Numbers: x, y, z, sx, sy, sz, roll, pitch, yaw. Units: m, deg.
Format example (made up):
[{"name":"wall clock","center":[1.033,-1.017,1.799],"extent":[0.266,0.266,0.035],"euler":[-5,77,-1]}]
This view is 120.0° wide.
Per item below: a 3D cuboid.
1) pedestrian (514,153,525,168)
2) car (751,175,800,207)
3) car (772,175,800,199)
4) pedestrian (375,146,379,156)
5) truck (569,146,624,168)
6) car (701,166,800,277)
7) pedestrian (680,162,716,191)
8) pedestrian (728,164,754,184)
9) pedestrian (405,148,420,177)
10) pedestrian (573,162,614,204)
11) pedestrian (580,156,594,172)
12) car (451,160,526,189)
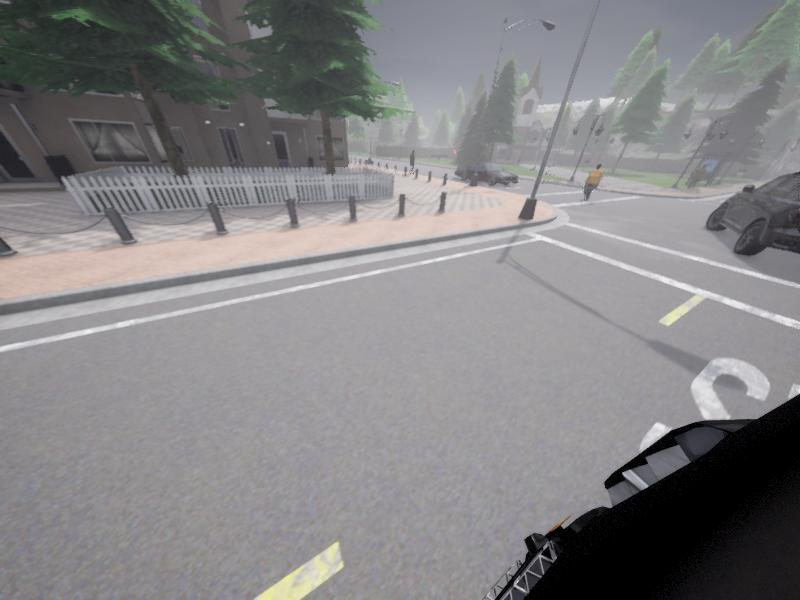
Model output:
[{"name":"pedestrian","center":[18.174,-21.300,35.199],"extent":[0.751,1.860,0.751],"euler":[6,34,5]},{"name":"car","center":[25.756,-7.276,15.272],"extent":[3.705,1.549,1.789],"euler":[-15,38,-25]},{"name":"car","center":[32.516,-9.093,18.548],"extent":[3.806,1.475,1.970],"euler":[-15,38,-25]},{"name":"pedestrian","center":[-4.856,-31.980,49.595],"extent":[0.751,1.860,0.751],"euler":[-5,34,-11]},{"name":"truck","center":[45.511,-33.426,53.885],"extent":[2.891,3.827,8.468],"euler":[-26,43,-36]},{"name":"car","center":[11.291,-2.388,6.440],"extent":[2.150,2.045,5.566],"euler":[26,40,31]},{"name":"pedestrian","center":[23.007,-9.522,17.856],"extent":[0.751,1.860,0.751],"euler":[-14,37,-23]},{"name":"pedestrian","center":[37.949,-14.059,25.726],"extent":[0.751,1.860,0.751],"euler":[-16,38,-26]},{"name":"pedestrian","center":[0.974,-10.893,18.331],"extent":[0.751,1.860,0.751],"euler":[-16,38,-25]},{"name":"pedestrian","center":[10.132,-6.156,12.145],"extent":[0.751,1.860,0.751],"euler":[-15,37,-24]},{"name":"pedestrian","center":[26.095,-19.078,32.338],"extent":[0.751,1.860,0.751],"euler":[14,35,17]},{"name":"car","center":[6.596,-9.901,17.979],"extent":[2.033,1.411,5.357],"euler":[-15,37,-24]}]
